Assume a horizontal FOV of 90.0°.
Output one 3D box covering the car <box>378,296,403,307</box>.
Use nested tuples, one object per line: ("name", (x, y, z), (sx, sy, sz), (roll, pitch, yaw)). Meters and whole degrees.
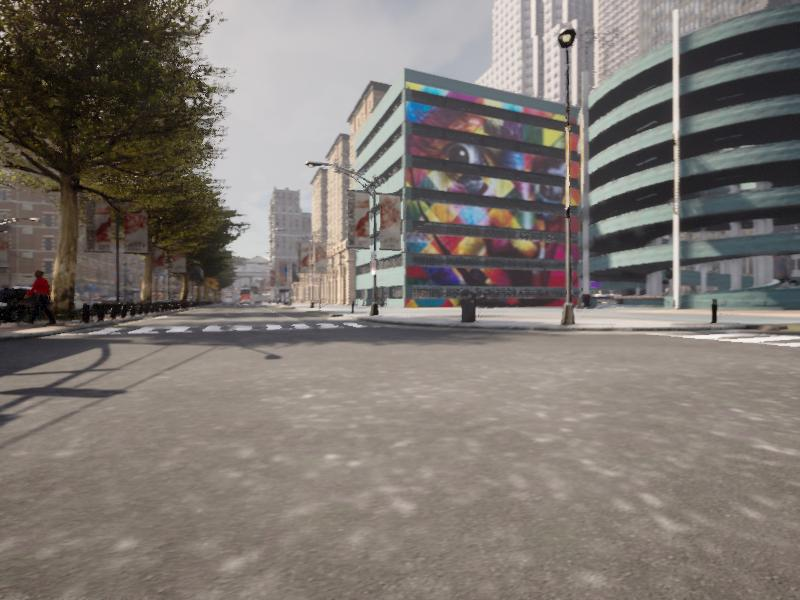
("car", (-1.455, 0.193, 58.603), (2.161, 1.482, 4.786), (0, 0, -22))

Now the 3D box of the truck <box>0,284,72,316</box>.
("truck", (-26.727, 0.008, 29.282), (2.390, 2.098, 6.274), (0, 0, -21))

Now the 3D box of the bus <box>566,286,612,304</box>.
("bus", (45.841, -1.161, 97.434), (3.944, 4.253, 10.273), (0, 0, -22))

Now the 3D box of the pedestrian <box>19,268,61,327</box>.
("pedestrian", (-11.770, -0.076, 13.102), (0.751, 1.860, 0.751), (0, 0, -13))

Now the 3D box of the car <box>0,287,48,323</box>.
("car", (-19.161, 0.236, 19.450), (1.851, 1.617, 3.988), (0, 0, -21))

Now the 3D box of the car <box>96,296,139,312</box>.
("car", (-26.175, 0.364, 37.266), (2.033, 1.411, 5.357), (0, 0, -21))
